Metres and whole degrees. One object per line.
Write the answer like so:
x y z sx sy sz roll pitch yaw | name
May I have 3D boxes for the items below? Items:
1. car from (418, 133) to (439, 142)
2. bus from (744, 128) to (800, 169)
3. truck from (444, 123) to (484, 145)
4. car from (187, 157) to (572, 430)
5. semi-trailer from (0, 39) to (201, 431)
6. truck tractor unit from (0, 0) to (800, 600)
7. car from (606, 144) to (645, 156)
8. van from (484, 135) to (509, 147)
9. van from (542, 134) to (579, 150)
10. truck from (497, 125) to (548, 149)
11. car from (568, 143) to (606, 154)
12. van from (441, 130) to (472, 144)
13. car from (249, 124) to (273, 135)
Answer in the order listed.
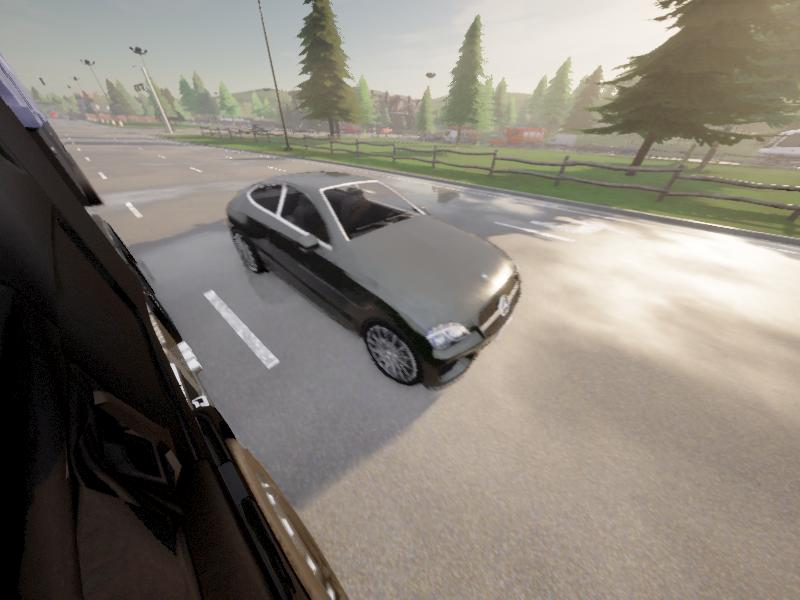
7.129 -41.504 58.991 4.856 1.649 2.033 28 43 30 | car
55.295 -19.575 30.186 10.273 4.253 3.944 28 43 30 | bus
15.561 -40.646 56.521 8.468 3.827 2.891 28 43 30 | truck
-0.784 -0.957 3.566 5.027 1.651 2.152 28 43 30 | car
-8.702 -3.582 4.251 14.254 4.402 2.717 28 43 30 | semi-trailer
-2.645 -0.295 0.351 6.516 4.208 3.053 28 44 30 | truck tractor unit
42.155 -28.250 43.374 5.008 1.535 1.882 28 43 29 | car
20.812 -34.369 49.908 4.442 1.987 1.775 28 43 30 | van
35.443 -34.990 51.190 5.915 2.561 1.988 28 43 30 | van
26.098 -35.039 49.604 8.468 3.827 2.891 28 43 30 | truck
33.643 -27.343 41.623 4.892 1.490 1.837 26 43 31 | car
13.295 -38.554 54.718 6.366 2.431 2.351 28 43 30 | van
-31.710 -38.970 52.831 1.905 1.878 3.866 28 43 30 | car
